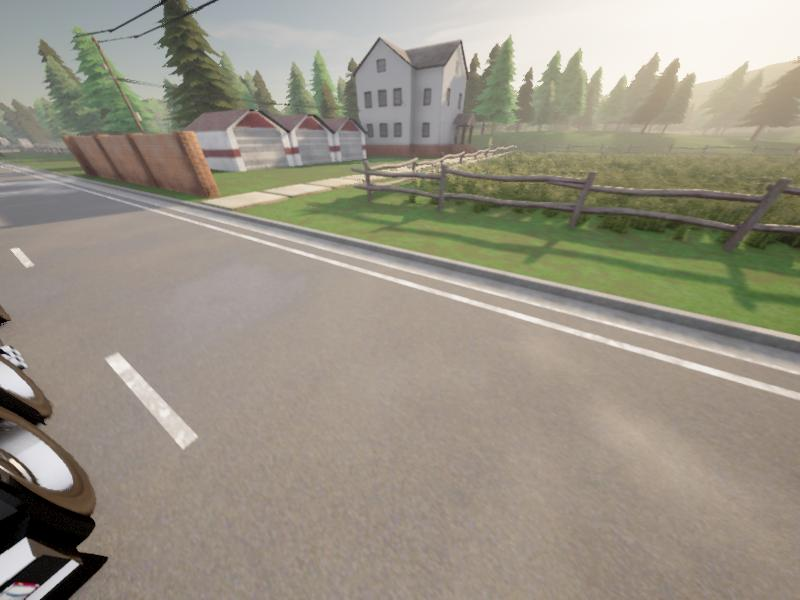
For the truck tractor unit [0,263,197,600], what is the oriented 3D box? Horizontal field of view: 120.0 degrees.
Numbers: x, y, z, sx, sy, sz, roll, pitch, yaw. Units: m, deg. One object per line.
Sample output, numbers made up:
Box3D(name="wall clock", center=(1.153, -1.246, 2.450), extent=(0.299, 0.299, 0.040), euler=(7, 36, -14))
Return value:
Box3D(name="truck tractor unit", center=(-5.111, -0.300, 0.784), extent=(6.516, 4.208, 3.053), euler=(18, 39, 24))
